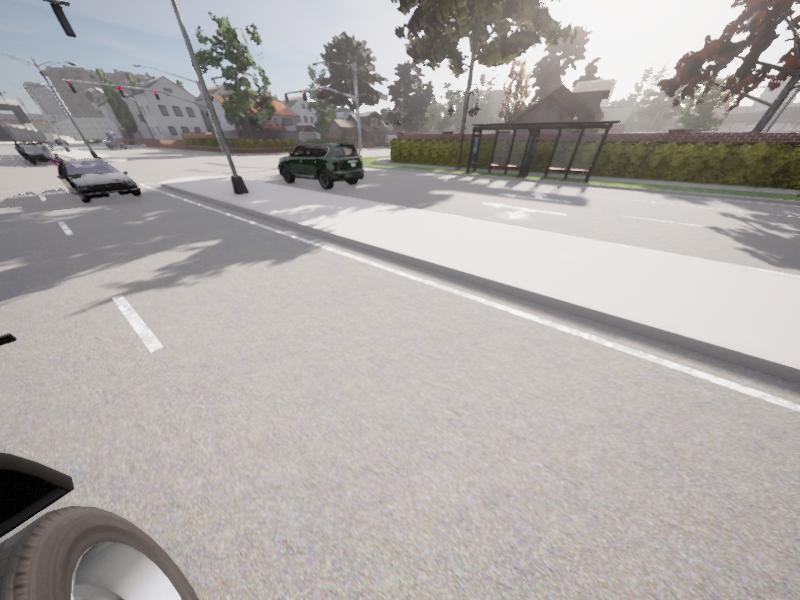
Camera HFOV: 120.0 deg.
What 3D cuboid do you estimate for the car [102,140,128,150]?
[{"bbox_3d":[-58.121,-31.687,47.120,5.027,1.651,2.152,22,41,28],"label":"car"}]

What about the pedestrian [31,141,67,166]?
[{"bbox_3d":[-31.128,-13.011,20.528,0.751,1.860,0.751,10,36,14],"label":"pedestrian"}]

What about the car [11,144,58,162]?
[{"bbox_3d":[-41.159,-16.652,26.003,4.792,1.488,2.163,22,41,28],"label":"car"}]

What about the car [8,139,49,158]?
[{"bbox_3d":[-46.381,-18.941,28.864,3.866,1.878,1.905,22,41,28],"label":"car"}]

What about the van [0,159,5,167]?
[{"bbox_3d":[-37.559,-12.958,20.294,4.480,2.038,2.069,22,41,28],"label":"van"}]

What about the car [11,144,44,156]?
[{"bbox_3d":[-51.754,-20.883,32.101,4.718,1.301,1.895,22,41,28],"label":"car"}]

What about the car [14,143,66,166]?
[{"bbox_3d":[-35.348,-14.379,22.675,5.238,1.638,1.930,22,40,27],"label":"car"}]

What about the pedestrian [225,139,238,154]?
[{"bbox_3d":[-24.261,-22.132,33.280,0.751,1.860,0.751,-29,45,-35],"label":"pedestrian"}]

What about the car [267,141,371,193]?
[{"bbox_3d":[-4.533,-7.618,12.932,5.566,2.045,2.150,22,41,28],"label":"car"}]

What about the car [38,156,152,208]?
[{"bbox_3d":[-13.759,-5.476,10.392,5.357,1.411,2.033,22,41,28],"label":"car"}]

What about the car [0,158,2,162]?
[{"bbox_3d":[-43.865,-15.458,23.940,4.605,1.855,1.932,22,41,28],"label":"car"}]

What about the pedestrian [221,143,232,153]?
[{"bbox_3d":[-26.110,-22.885,34.812,0.751,1.300,0.751,27,43,32],"label":"pedestrian"}]

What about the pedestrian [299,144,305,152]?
[{"bbox_3d":[-16.844,-26.087,39.611,0.500,1.100,0.500,23,41,29],"label":"pedestrian"}]

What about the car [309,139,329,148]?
[{"bbox_3d":[-17.706,-34.050,50.290,3.806,1.475,1.970,22,41,28],"label":"car"}]
